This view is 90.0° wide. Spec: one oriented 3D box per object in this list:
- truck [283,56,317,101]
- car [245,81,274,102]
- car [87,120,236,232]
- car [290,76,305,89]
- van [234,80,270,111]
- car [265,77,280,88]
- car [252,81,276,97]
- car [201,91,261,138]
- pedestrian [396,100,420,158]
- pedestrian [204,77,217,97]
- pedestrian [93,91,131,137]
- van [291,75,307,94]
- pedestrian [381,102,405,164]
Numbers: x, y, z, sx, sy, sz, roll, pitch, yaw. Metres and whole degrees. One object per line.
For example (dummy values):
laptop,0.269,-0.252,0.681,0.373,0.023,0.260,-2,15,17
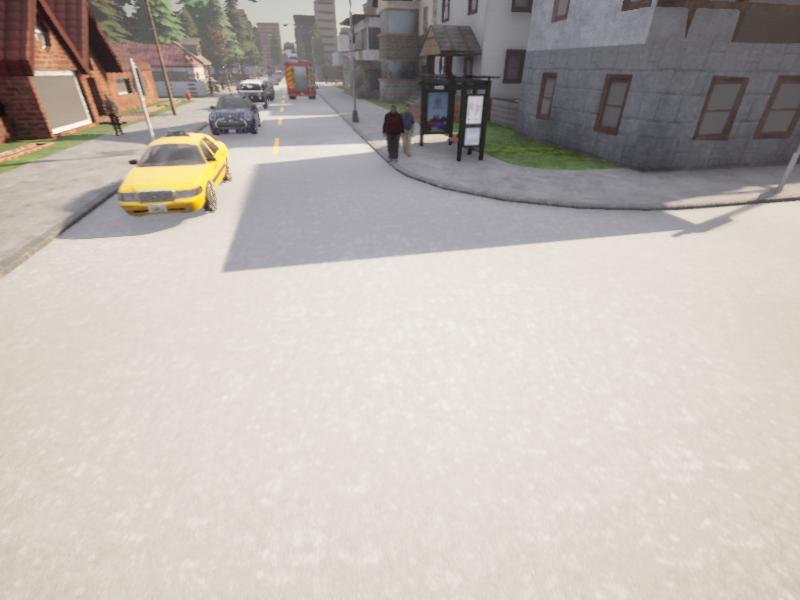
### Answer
truck,-10.863,-24.034,43.277,2.891,3.827,8.468,-7,31,-12
car,-13.953,-20.955,40.094,2.242,1.667,4.611,-6,31,-12
car,-5.670,-3.512,10.404,1.801,1.575,5.366,-6,31,-12
car,-15.969,-33.796,62.103,1.930,1.638,5.238,-7,31,-12
van,-11.728,-16.446,32.035,2.069,2.038,4.480,-7,31,-12
car,-22.348,-38.298,70.360,2.128,1.511,4.902,-7,31,-12
car,-15.581,-24.285,45.965,2.163,1.488,4.792,-7,31,-12
car,-8.575,-9.712,20.777,2.097,1.767,4.553,-7,31,-12
pedestrian,0.264,-6.208,14.559,0.751,1.860,0.751,-4,31,-8
pedestrian,-19.730,-22.202,41.705,0.751,1.860,0.751,-7,31,-12
pedestrian,-13.189,-8.546,18.391,0.751,1.860,0.751,-9,32,-16
van,-12.919,-27.533,51.069,1.775,1.987,4.442,-7,31,-12
pedestrian,-0.235,-5.701,13.675,0.751,1.860,0.751,1,30,1
